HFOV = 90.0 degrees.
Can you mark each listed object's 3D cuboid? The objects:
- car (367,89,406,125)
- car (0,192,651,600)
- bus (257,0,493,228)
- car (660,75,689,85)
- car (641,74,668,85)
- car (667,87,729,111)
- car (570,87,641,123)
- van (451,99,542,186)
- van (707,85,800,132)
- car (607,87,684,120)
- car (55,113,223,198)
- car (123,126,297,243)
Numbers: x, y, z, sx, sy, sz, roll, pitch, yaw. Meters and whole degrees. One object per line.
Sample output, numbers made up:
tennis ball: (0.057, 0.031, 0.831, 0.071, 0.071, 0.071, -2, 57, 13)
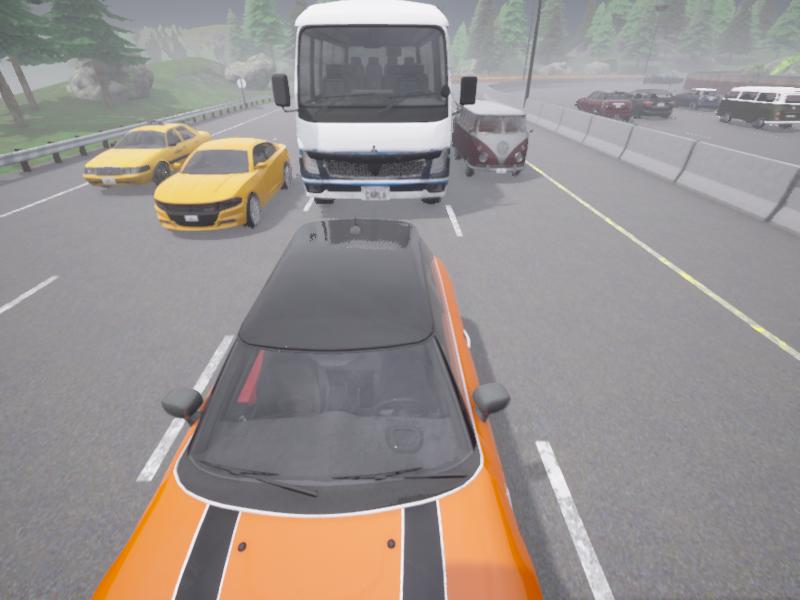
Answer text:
car: (-0.790, -12.333, 25.416, 2.242, 1.667, 4.611, 0, 30, 0)
car: (-0.402, 0.682, 3.055, 2.097, 1.767, 4.553, -1, 30, -1)
bus: (-0.490, -6.013, 12.063, 3.944, 4.253, 10.273, -1, 30, -1)
car: (47.366, -37.987, 69.010, 3.633, 1.501, 1.845, -9, 32, -14)
car: (45.680, -39.561, 71.715, 3.705, 1.549, 1.789, -10, 32, -16)
car: (23.640, -16.059, 31.945, 1.970, 1.475, 3.806, 0, 30, 1)
car: (13.137, -12.752, 25.989, 2.097, 1.767, 4.553, 0, 30, -1)
van: (2.885, -5.335, 13.141, 1.775, 1.987, 4.442, 0, 30, -1)
van: (20.200, -10.827, 22.451, 2.069, 2.038, 4.480, -1, 30, -1)
car: (16.611, -13.513, 27.411, 2.242, 1.667, 4.611, 0, 30, -1)
car: (-7.607, -4.738, 12.535, 1.801, 1.575, 5.366, -1, 30, -1)
car: (-4.051, -3.066, 9.718, 1.882, 1.535, 5.008, -1, 30, -1)
